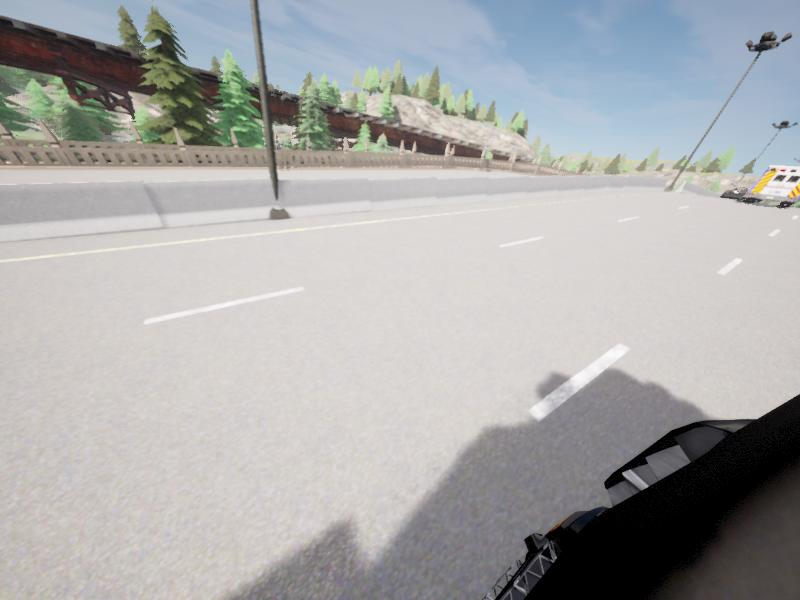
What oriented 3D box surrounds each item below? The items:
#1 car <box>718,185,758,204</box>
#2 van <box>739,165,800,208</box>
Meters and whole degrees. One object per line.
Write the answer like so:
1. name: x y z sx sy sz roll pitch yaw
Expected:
1. car: 40.375 -12.567 27.603 3.806 1.475 1.970 -10 35 -30
2. van: 29.359 -8.595 17.690 6.366 2.431 2.351 -13 37 -28
